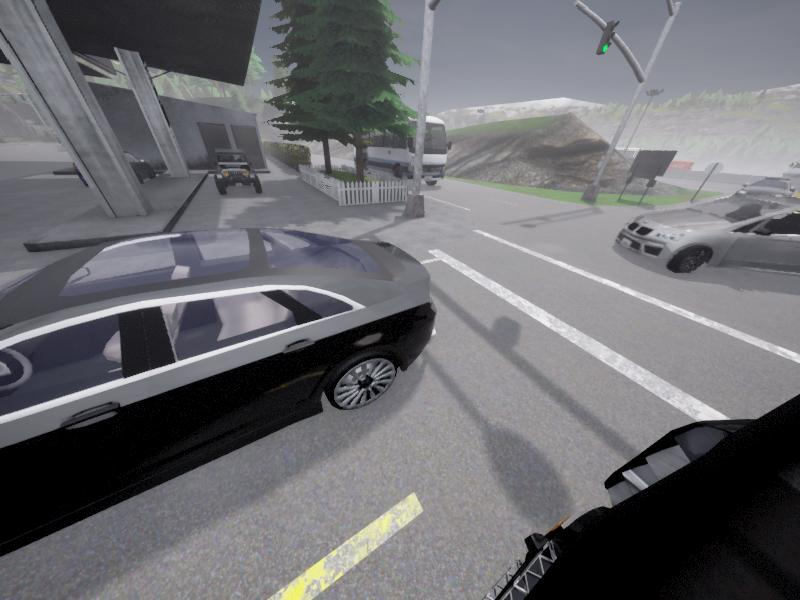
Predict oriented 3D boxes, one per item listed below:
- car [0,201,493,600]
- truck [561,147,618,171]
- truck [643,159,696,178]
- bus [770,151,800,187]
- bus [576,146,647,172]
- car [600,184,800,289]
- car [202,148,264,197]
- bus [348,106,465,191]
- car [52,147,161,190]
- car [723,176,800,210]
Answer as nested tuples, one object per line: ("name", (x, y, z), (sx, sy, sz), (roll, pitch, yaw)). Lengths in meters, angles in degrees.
("car", (-1.948, 0.338, 1.920), (4.902, 1.511, 2.128), (-16, 38, -26))
("truck", (40.994, -30.869, 50.466), (2.891, 3.827, 8.468), (-16, 38, -26))
("truck", (47.775, -23.508, 41.162), (2.627, 2.467, 5.204), (-16, 39, -26))
("bus", (59.108, -16.766, 30.239), (3.944, 4.253, 10.273), (-16, 38, -26))
("bus", (47.514, -32.177, 52.550), (3.944, 4.253, 10.273), (-16, 38, -26))
("car", (8.473, -1.634, 5.701), (4.611, 1.667, 2.242), (10, 34, 10))
("car", (-8.742, -6.877, 12.282), (1.905, 1.878, 3.866), (-16, 38, -26))
("bus", (-0.335, -11.903, 18.341), (3.944, 4.253, 10.273), (-16, 38, -26))
("car", (-15.821, -7.473, 12.935), (2.242, 1.667, 4.611), (-16, 38, -26))
("car", (23.824, -7.071, 15.041), (4.974, 1.542, 2.038), (-16, 38, -26))
